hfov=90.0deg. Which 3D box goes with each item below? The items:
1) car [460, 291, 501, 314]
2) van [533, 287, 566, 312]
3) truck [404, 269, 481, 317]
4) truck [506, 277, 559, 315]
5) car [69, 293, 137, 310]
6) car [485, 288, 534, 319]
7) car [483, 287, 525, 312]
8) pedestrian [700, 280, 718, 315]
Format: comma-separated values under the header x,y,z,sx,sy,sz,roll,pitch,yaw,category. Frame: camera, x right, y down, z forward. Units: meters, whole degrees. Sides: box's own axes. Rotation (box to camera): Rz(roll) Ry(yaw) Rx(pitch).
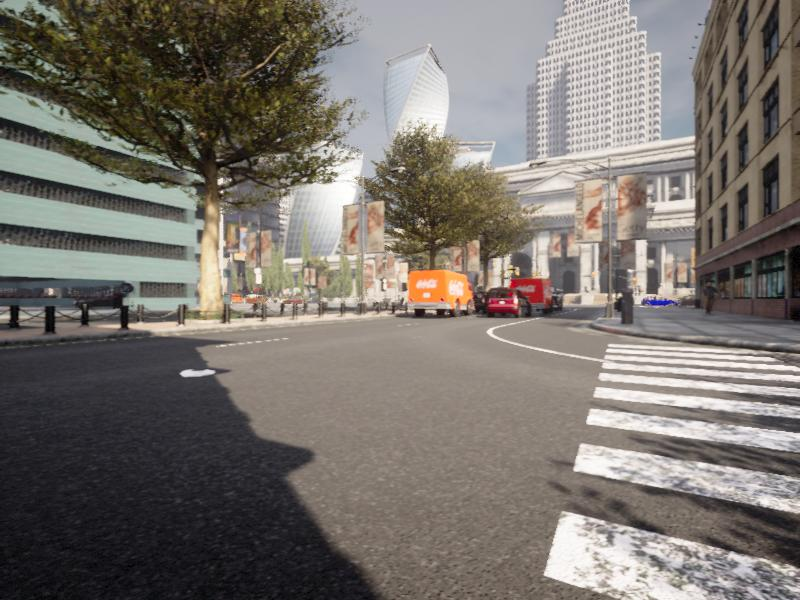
x,y,z,sx,sy,sz,roll,pitch,yaw,category
6.041,0.184,29.604,1.851,1.617,3.988,0,0,29,car
13.195,-0.033,35.161,2.069,2.038,4.480,0,0,30,van
2.677,-0.275,23.641,2.627,2.467,5.204,0,-2,29,truck
9.687,-0.247,28.957,2.627,2.467,5.204,0,0,30,truck
-28.810,0.109,38.970,2.128,1.511,4.902,0,0,29,car
6.388,0.185,23.057,1.851,1.617,3.988,0,0,29,car
9.347,-0.036,35.510,2.150,2.045,5.566,0,0,31,car
16.913,-0.117,21.883,0.751,1.860,0.751,0,0,36,pedestrian
